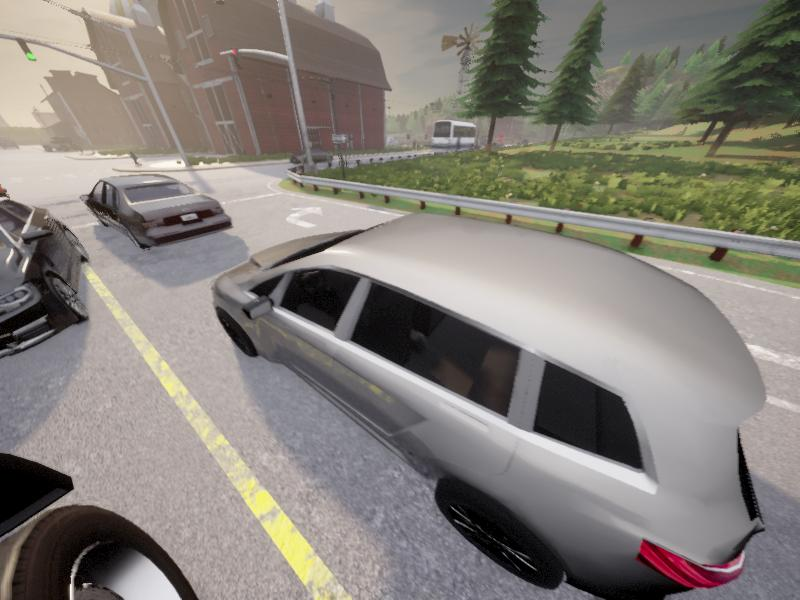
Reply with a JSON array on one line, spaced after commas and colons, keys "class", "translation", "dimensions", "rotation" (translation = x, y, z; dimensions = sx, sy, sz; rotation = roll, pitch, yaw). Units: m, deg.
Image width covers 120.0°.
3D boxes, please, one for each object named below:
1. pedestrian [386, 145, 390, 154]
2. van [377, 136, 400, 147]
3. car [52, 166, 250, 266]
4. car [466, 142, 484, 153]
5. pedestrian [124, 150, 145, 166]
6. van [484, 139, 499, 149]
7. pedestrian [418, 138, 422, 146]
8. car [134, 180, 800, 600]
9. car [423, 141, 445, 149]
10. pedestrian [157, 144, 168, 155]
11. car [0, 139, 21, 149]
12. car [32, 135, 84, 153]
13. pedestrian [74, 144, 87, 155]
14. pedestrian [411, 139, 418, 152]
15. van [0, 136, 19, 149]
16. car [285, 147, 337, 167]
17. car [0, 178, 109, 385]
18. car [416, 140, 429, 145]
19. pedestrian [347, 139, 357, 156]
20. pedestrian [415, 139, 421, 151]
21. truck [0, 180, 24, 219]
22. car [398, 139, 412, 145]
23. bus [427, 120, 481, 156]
[{"class": "pedestrian", "translation": [-1.854, -23.329, 35.738], "dimensions": [0.500, 1.100, 0.500], "rotation": [23, 41, 28]}, {"class": "van", "translation": [-3.400, -45.595, 66.435], "dimensions": [6.366, 2.431, 2.351], "rotation": [22, 40, 27]}, {"class": "car", "translation": [-6.884, -2.629, 6.362], "dimensions": [5.357, 1.411, 2.033], "rotation": [20, 40, 26]}, {"class": "car", "translation": [14.331, -29.041, 43.908], "dimensions": [1.845, 1.501, 3.633], "rotation": [22, 41, 28]}, {"class": "pedestrian", "translation": [-21.780, -11.655, 18.973], "dimensions": [0.500, 1.100, 0.500], "rotation": [-1, 35, -2]}, {"class": "van", "translation": [23.520, -40.111, 59.240], "dimensions": [2.069, 2.038, 4.480], "rotation": [23, 41, 28]}, {"class": "pedestrian", "translation": [6.061, -47.275, 69.085], "dimensions": [0.751, 1.860, 0.751], "rotation": [26, 43, 32]}, {"class": "car", "translation": [-0.077, 0.005, 2.450], "dimensions": [4.611, 1.667, 2.242], "rotation": [22, 40, 27]}, {"class": "car", "translation": [8.232, -38.100, 56.736], "dimensions": [4.792, 1.488, 2.163], "rotation": [22, 40, 27]}, {"class": "pedestrian", "translation": [-29.556, -18.722, 28.713], "dimensions": [0.500, 1.100, 0.500], "rotation": [-27, 43, -33]}, {"class": "car", "translation": [-74.664, -29.749, 44.066], "dimensions": [3.705, 1.549, 1.789], "rotation": [22, 41, 27]}, {"class": "car", "translation": [-53.109, -24.316, 35.988], "dimensions": [3.866, 1.878, 1.905], "rotation": [-6, 41, -6]}, {"class": "pedestrian", "translation": [-40.506, -19.067, 29.314], "dimensions": [0.500, 1.100, 0.500], "rotation": [25, 42, 30]}, {"class": "pedestrian", "translation": [2.511, -27.121, 40.491], "dimensions": [0.751, 1.860, 0.751], "rotation": [22, 40, 27]}, {"class": "van", "translation": [-79.667, -31.926, 46.733], "dimensions": [4.442, 1.987, 1.775], "rotation": [22, 40, 27]}, {"class": "car", "translation": [-8.568, -14.021, 22.561], "dimensions": [1.994, 1.385, 4.181], "rotation": [22, 41, 28]}, {"class": "car", "translation": [-6.351, -0.548, 3.317], "dimensions": [4.902, 1.511, 2.128], "rotation": [28, 44, 33]}, {"class": "car", "translation": [8.096, -56.250, 82.453], "dimensions": [4.193, 1.474, 1.816], "rotation": [16, 38, 21]}, {"class": "pedestrian", "translation": [-6.358, -20.225, 30.640], "dimensions": [0.751, 1.860, 0.751], "rotation": [23, 41, 29]}, {"class": "pedestrian", "translation": [3.290, -28.314, 42.188], "dimensions": [0.751, 1.860, 0.751], "rotation": [30, 45, 35]}, {"class": "truck", "translation": [-15.761, -4.134, 7.508], "dimensions": [5.204, 2.467, 2.627], "rotation": [22, 40, 27]}, {"class": "car", "translation": [1.776, -58.916, 85.914], "dimensions": [4.553, 1.767, 2.097], "rotation": [22, 41, 28]}, {"class": "bus", "translation": [8.816, -25.825, 36.943], "dimensions": [3.944, 4.253, 10.273], "rotation": [23, 41, 28]}]
